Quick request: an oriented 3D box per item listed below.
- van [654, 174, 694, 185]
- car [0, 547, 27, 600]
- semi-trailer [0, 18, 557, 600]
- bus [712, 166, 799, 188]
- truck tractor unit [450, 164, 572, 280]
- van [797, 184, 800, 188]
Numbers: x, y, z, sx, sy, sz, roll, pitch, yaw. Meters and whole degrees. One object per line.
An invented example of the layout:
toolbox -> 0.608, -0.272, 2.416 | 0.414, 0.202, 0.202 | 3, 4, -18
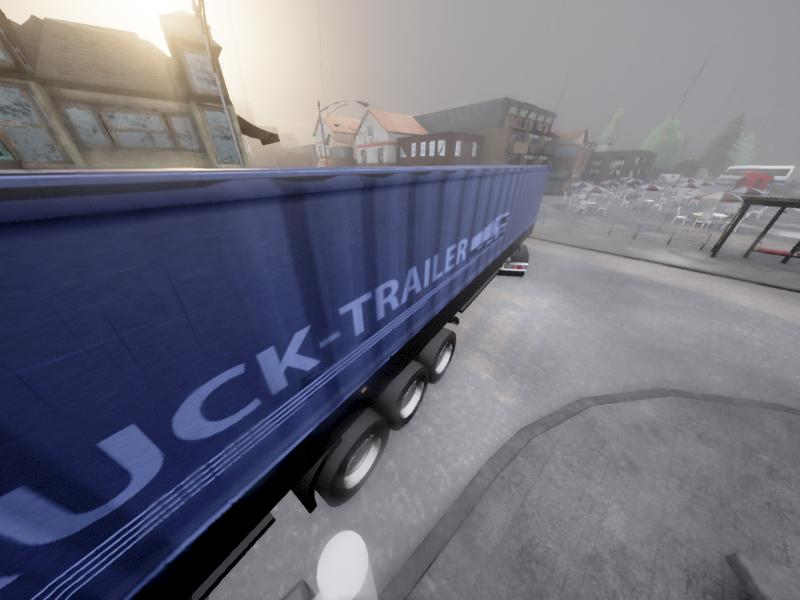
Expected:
van -> 73.067, -32.307, 61.732 | 2.351, 2.431, 6.366 | -23, 37, -34
car -> -5.340, 3.630, 0.586 | 4.181, 1.385, 1.994 | -27, 39, -37
semi-trailer -> 0.741, -1.097, 5.691 | 2.717, 4.402, 14.254 | 20, 35, 31
bus -> 83.979, -29.618, 55.252 | 3.944, 4.253, 10.273 | -23, 37, -34
truck tractor unit -> 4.521, -4.378, 11.578 | 3.053, 4.208, 6.516 | 4, 30, 6
van -> 90.691, -24.993, 48.919 | 1.988, 2.561, 5.915 | -23, 37, -34
